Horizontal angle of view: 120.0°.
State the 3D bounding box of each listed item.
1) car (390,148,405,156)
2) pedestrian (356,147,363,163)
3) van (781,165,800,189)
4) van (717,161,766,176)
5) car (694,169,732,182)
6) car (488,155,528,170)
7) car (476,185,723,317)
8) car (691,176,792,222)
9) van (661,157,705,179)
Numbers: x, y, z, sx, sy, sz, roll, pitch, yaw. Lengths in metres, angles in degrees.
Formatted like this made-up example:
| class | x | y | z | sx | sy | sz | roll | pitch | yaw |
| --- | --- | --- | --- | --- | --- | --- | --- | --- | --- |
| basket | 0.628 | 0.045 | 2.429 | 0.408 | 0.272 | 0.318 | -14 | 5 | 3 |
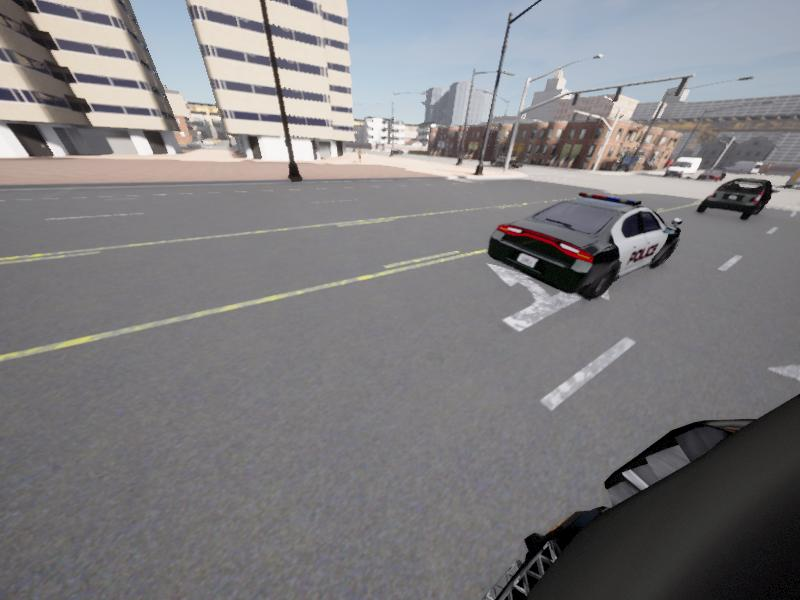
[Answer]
| class | x | y | z | sx | sy | sz | roll | pitch | yaw |
| --- | --- | --- | --- | --- | --- | --- | --- | --- | --- |
| car | -0.804 | -42.081 | 65.623 | 2.128 | 1.511 | 4.902 | -16 | 38 | -26 |
| pedestrian | -5.544 | -20.038 | 31.943 | 0.751 | 1.860 | 0.751 | -6 | 35 | -13 |
| van | 48.825 | -14.661 | 27.490 | 6.366 | 2.431 | 2.351 | -17 | 38 | -27 |
| van | 82.251 | -31.918 | 55.839 | 1.988 | 2.561 | 5.915 | 0 | 34 | -5 |
| car | 42.519 | -16.947 | 31.389 | 4.181 | 1.385 | 1.994 | -16 | 38 | -26 |
| car | 16.554 | -21.345 | 35.743 | 1.930 | 1.638 | 5.238 | -16 | 38 | -26 |
| car | 4.400 | -1.486 | 5.123 | 4.974 | 1.542 | 2.038 | -16 | 38 | -26 |
| car | 17.126 | -5.208 | 11.617 | 3.988 | 1.617 | 1.851 | -16 | 38 | -26 |
| van | 41.522 | -19.392 | 33.922 | 5.915 | 2.561 | 1.988 | -16 | 38 | -26 |
